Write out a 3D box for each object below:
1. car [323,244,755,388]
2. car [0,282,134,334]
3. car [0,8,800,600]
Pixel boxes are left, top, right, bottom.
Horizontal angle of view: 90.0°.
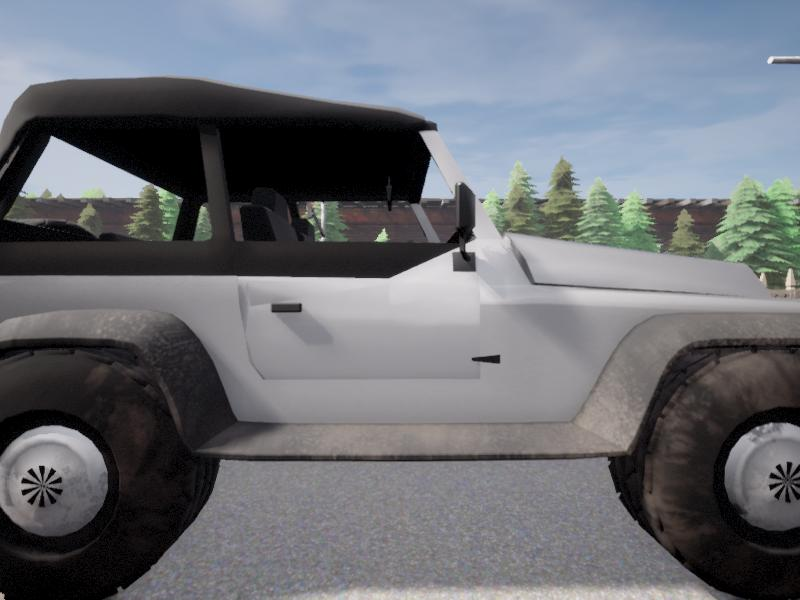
[{"bbox_3d":[1.613,0.181,5.711,5.027,1.651,2.152,0,0,-1],"label":"car"},{"bbox_3d":[-10.709,0.229,12.446,3.633,1.501,1.845,0,0,1],"label":"car"},{"bbox_3d":[-0.089,0.046,2.186,3.866,1.878,1.905,0,0,-1],"label":"car"}]
